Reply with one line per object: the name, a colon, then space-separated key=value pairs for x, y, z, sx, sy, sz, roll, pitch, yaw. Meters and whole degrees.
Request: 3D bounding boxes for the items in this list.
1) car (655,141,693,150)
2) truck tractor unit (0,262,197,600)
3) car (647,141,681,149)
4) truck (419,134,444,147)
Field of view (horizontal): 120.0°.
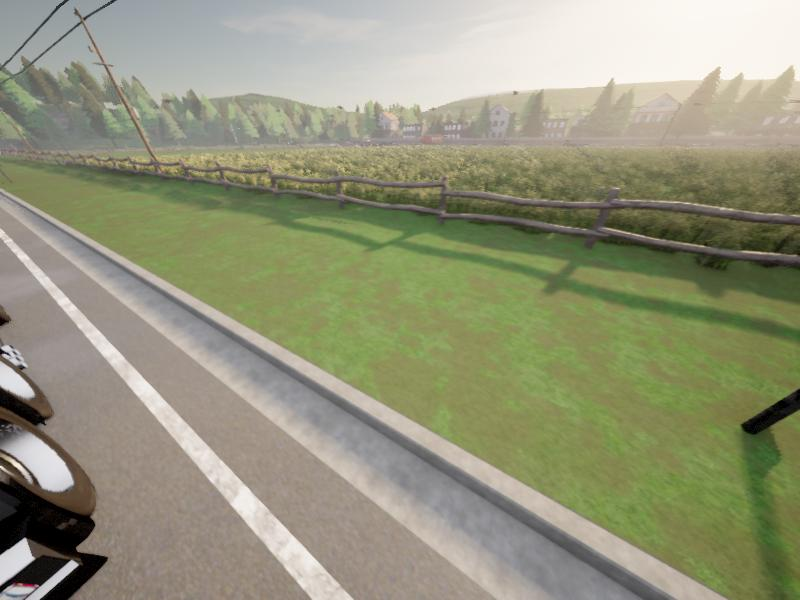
car: x=63.354 y=-35.792 z=53.528 sx=5.366 sy=1.575 sz=1.801 roll=18 pitch=39 yaw=25
truck tractor unit: x=-5.111 y=-0.302 z=0.783 sx=6.516 sy=4.208 sz=3.053 roll=18 pitch=39 yaw=24
car: x=64.261 y=-37.808 z=56.423 sx=5.008 sy=1.535 sz=1.882 roll=18 pitch=39 yaw=25
truck: x=11.546 y=-58.576 z=84.733 sx=8.468 sy=3.827 sz=2.891 roll=18 pitch=39 yaw=25
